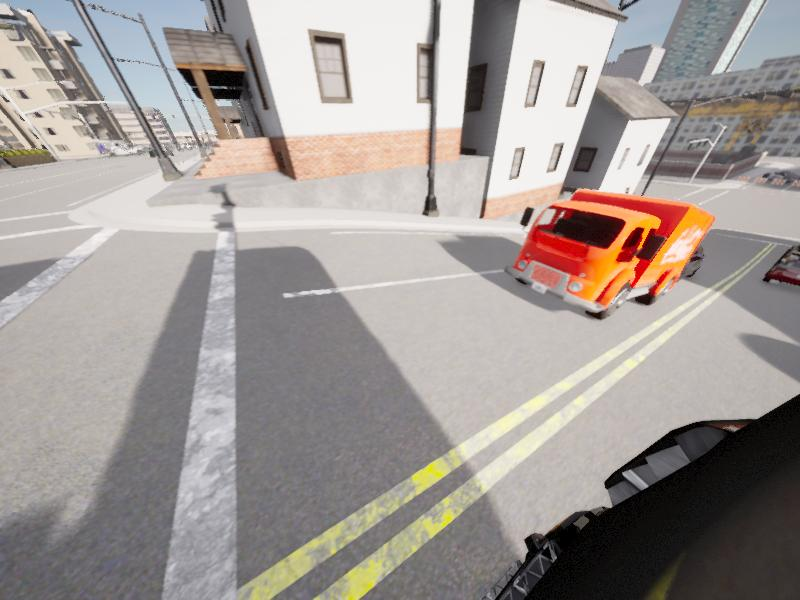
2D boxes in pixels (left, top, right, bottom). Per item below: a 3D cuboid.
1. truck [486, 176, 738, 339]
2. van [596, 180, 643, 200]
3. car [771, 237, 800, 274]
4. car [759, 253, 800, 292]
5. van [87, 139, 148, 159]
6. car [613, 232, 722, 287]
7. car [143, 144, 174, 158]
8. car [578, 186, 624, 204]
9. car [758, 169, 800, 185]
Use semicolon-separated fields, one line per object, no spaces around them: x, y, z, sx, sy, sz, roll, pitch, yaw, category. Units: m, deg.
5.367;-1.321;5.965;5.204;2.467;2.627;-9;34;-31;truck
33.106;-16.777;35.080;1.775;1.987;4.442;-20;40;-22;van
28.292;-3.098;15.891;4.605;1.855;1.932;-15;37;-26;car
21.939;-1.463;12.560;4.181;1.385;1.994;-10;35;-29;car
-50.485;-27.203;41.511;2.351;2.431;6.366;22;43;30;van
11.276;-1.842;9.710;4.193;1.474;1.816;-9;34;-30;car
-37.495;-23.302;36.010;2.038;1.542;4.974;-21;40;-22;car
29.696;-15.682;34.299;1.812;1.442;4.674;-21;40;-23;car
63.101;-20.168;37.826;2.038;1.542;4.974;6;37;13;car
